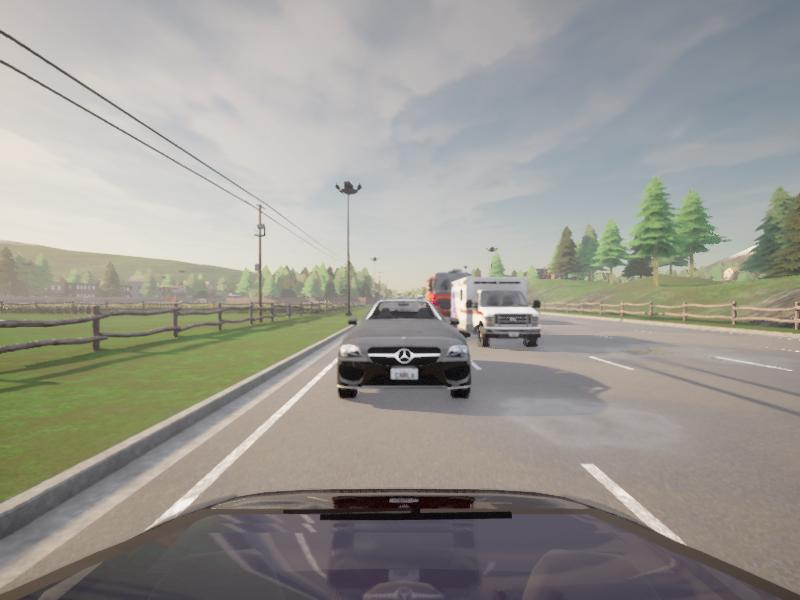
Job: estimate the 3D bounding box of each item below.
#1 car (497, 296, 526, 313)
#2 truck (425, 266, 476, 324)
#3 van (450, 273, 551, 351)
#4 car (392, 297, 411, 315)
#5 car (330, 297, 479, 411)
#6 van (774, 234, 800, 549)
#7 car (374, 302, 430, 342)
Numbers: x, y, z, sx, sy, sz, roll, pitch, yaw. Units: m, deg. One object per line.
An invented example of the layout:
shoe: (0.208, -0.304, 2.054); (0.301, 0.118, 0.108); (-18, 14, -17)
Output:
car: (14.156, 0.568, 51.076); (2.150, 2.045, 5.566); (0, 0, 0)
truck: (3.608, -0.322, 30.787); (2.891, 3.827, 8.468); (0, 0, 0)
van: (3.540, 0.378, 15.703); (2.351, 2.431, 6.366); (0, 0, 0)
car: (0.142, 0.650, 43.986); (1.932, 1.855, 4.605); (0, 0, 0)
car: (0.068, 0.780, 8.317); (2.152, 1.651, 5.027); (0, 0, 0)
van: (3.572, 0.575, 0.499); (2.069, 2.038, 4.480); (0, 0, 1)
car: (0.087, 0.851, 17.709); (2.163, 1.488, 4.792); (0, 0, 0)
